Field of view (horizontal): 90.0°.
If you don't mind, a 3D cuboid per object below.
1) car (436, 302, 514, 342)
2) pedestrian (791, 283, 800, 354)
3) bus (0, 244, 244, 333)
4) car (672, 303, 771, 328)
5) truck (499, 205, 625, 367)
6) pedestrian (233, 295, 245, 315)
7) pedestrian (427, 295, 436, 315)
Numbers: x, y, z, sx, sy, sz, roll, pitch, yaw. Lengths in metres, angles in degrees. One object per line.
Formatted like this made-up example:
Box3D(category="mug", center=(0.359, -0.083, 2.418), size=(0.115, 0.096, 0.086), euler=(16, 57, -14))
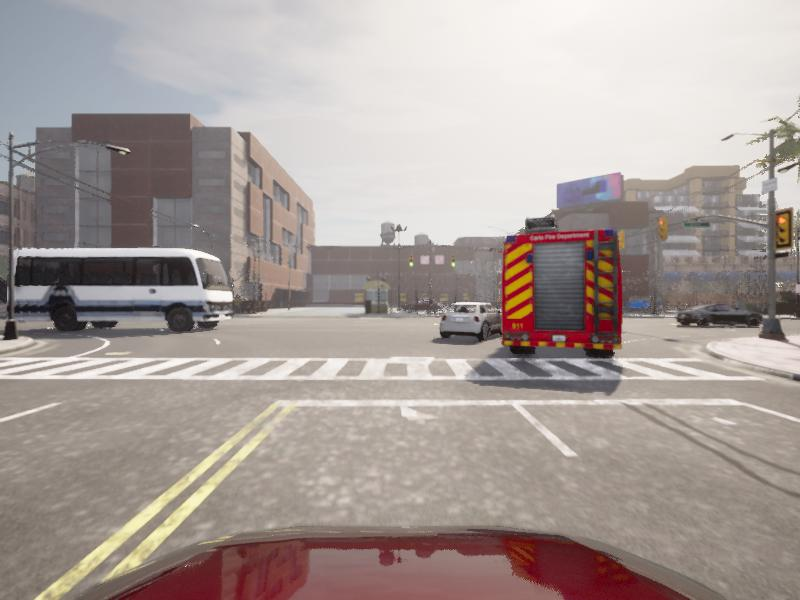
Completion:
Box3D(category="car", center=(3.287, 0.842, 17.020), size=(1.970, 1.475, 3.806), euler=(0, 0, 33))
Box3D(category="pedestrian", center=(10.934, 0.478, 10.471), size=(0.751, 1.860, 0.751), euler=(0, 0, -18))
Box3D(category="bus", center=(-14.175, -0.548, 21.134), size=(10.273, 4.253, 3.944), euler=(0, 0, 1))
Box3D(category="car", center=(18.929, 0.892, 23.718), size=(4.181, 1.385, 1.994), euler=(0, 0, 6))
Box3D(category="truck", center=(5.589, -0.329, 13.883), size=(2.891, 3.827, 8.468), euler=(0, 0, 23))
Box3D(category="pedestrian", center=(-15.238, 0.461, 37.874), size=(0.751, 1.860, 0.751), euler=(0, 0, 0))
Box3D(category="pedestrian", center=(2.983, 0.461, 37.490), size=(0.751, 1.860, 0.751), euler=(0, 0, -2))
